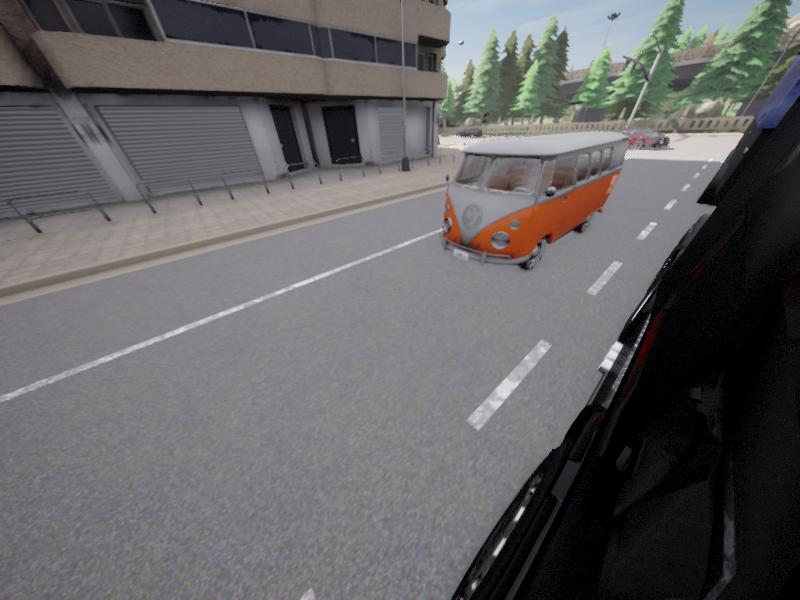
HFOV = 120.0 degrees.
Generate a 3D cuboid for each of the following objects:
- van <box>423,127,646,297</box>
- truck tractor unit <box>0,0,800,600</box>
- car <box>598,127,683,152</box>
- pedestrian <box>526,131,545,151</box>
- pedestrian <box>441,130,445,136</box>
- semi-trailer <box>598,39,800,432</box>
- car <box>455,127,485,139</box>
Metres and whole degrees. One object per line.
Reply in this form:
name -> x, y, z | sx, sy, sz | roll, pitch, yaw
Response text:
van -> 2.708, -2.145, 4.683 | 4.442, 1.987, 1.775 | -28, 44, -30
truck tractor unit -> 2.645, -0.295, 0.351 | 6.516, 4.208, 3.053 | -28, 44, -30
car -> 18.724, -12.816, 18.305 | 1.994, 1.385, 4.181 | -8, 38, -7
pedestrian -> 11.021, -12.965, 18.825 | 0.751, 1.300, 0.751 | -21, 41, -23
pedestrian -> 8.877, -34.735, 48.058 | 0.500, 1.100, 0.500 | 28, 47, 34
semi-trailer -> 8.692, -3.621, 4.218 | 14.254, 4.402, 2.717 | -28, 44, -30
car -> 12.315, -29.714, 41.098 | 1.837, 1.490, 4.892 | -28, 44, -30
